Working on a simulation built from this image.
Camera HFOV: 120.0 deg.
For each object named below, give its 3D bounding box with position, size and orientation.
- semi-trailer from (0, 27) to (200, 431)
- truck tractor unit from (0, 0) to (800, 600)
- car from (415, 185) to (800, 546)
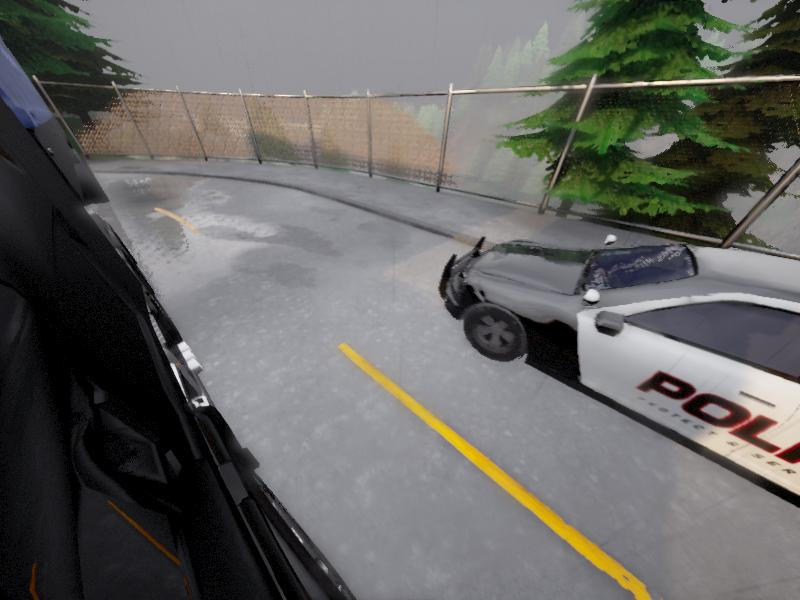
[{"bbox_3d":[-8.622,-3.667,4.286,14.254,4.402,2.717,29,44,30],"label":"semi-trailer"},{"bbox_3d":[-2.645,-0.295,0.351,6.516,4.208,3.053,28,44,30],"label":"truck tractor unit"},{"bbox_3d":[2.785,0.273,2.211,4.974,1.542,2.038,29,44,31],"label":"car"}]
